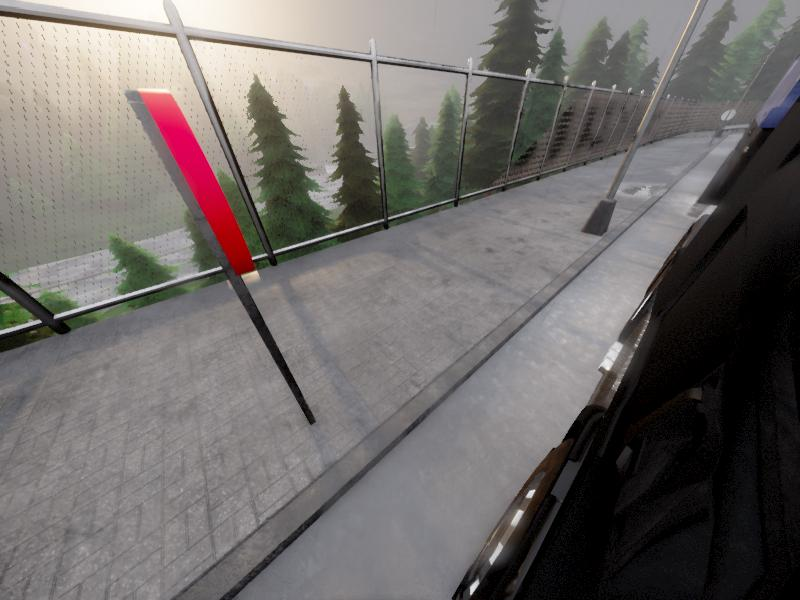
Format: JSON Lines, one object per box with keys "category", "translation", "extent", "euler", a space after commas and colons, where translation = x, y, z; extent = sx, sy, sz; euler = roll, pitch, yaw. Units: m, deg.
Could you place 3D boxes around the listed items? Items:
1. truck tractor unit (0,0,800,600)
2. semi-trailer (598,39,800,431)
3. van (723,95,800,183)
{"category": "truck tractor unit", "translation": [2.645, -0.295, 0.352], "extent": [6.516, 4.208, 3.053], "euler": [-28, 44, -30]}
{"category": "semi-trailer", "translation": [8.699, -3.605, 4.226], "extent": [14.254, 4.402, 2.717], "euler": [-28, 44, -30]}
{"category": "van", "translation": [16.358, -6.918, 9.754], "extent": [5.915, 2.561, 1.988], "euler": [-28, 44, -30]}
